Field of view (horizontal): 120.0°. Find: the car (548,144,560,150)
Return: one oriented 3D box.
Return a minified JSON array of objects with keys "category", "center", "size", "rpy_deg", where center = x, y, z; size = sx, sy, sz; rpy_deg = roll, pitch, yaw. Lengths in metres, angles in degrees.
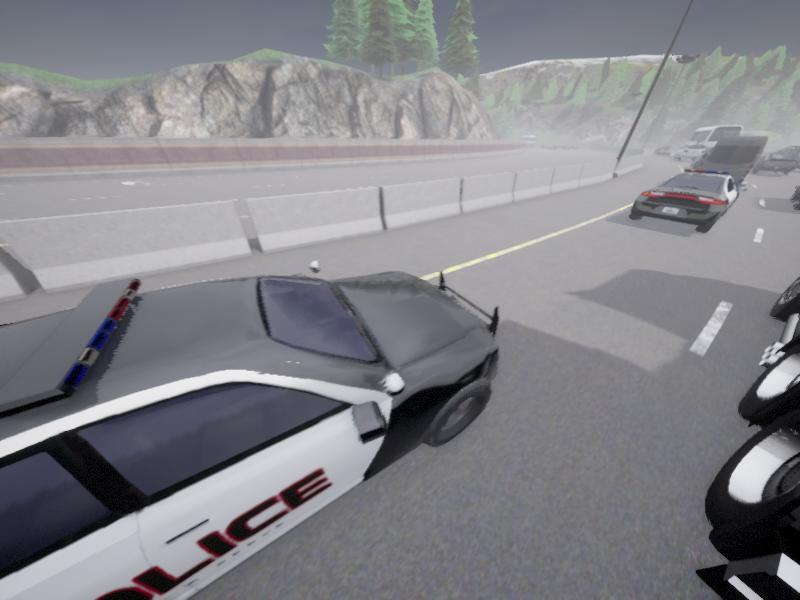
[{"category":"car","center":[46.496,-46.263,69.885],"size":[2.007,1.525,4.514],"rpy_deg":[12,37,17]}]

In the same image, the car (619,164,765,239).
[{"category":"car","center":[10.126,-3.637,7.998],"size":[4.974,1.542,2.038],"rpy_deg":[-22,40,-29]}]

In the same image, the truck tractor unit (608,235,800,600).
[{"category":"truck tractor unit","center":[5.059,-0.349,0.855],"size":[6.516,4.208,3.053],"rpy_deg":[-20,40,-26]}]

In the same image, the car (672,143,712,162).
[{"category":"car","center":[41.127,-20.948,32.757],"size":[2.150,2.045,5.566],"rpy_deg":[24,42,30]}]

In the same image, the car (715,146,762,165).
[{"category":"car","center":[41.154,-17.733,28.245],"size":[1.905,1.878,3.866],"rpy_deg":[25,42,31]}]

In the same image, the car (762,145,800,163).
[{"category":"car","center":[53.090,-20.036,31.660],"size":[1.932,1.855,4.605],"rpy_deg":[22,40,28]}]

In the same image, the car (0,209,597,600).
[{"category":"car","center":[-1.236,0.623,1.778],"size":[4.974,1.542,2.038],"rpy_deg":[-19,39,-25]}]

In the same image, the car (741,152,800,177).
[{"category":"car","center":[31.998,-11.744,19.869],"size":[2.128,1.511,4.902],"rpy_deg":[30,44,35]}]

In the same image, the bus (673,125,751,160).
[{"category":"bus","center":[50.224,-25.756,37.821],"size":[3.944,4.253,10.273],"rpy_deg":[21,40,27]}]

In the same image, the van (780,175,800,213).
[{"category":"van","center":[17.869,-4.696,9.132],"size":[4.480,2.038,2.069],"rpy_deg":[-24,42,-31]}]

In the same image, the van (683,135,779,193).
[{"category":"van","center":[19.841,-8.392,14.047],"size":[5.915,2.561,1.988],"rpy_deg":[-26,43,-32]}]
